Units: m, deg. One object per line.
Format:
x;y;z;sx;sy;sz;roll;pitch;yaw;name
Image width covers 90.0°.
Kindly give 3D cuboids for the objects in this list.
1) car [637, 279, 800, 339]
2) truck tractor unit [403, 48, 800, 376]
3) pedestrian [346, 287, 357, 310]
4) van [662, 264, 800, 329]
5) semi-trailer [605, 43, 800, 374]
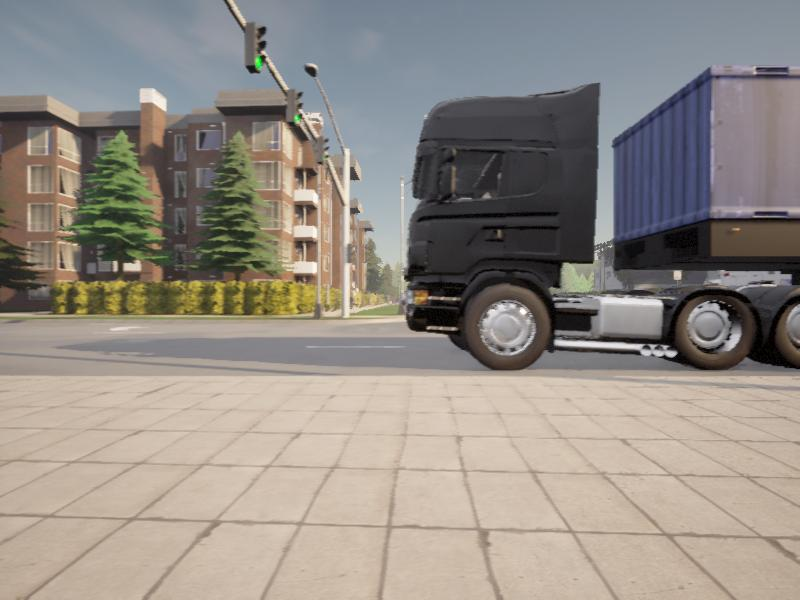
9.937;0.232;11.596;4.974;1.542;2.038;0;0;21;car
3.330;-1.124;6.674;6.516;4.208;3.053;0;0;0;truck tractor unit
-3.899;-0.118;32.428;0.751;1.860;0.751;0;0;3;pedestrian
15.535;-0.187;17.483;2.351;2.431;6.366;-9;5;-43;van
11.247;-1.212;6.620;14.254;4.402;2.717;0;0;1;semi-trailer
